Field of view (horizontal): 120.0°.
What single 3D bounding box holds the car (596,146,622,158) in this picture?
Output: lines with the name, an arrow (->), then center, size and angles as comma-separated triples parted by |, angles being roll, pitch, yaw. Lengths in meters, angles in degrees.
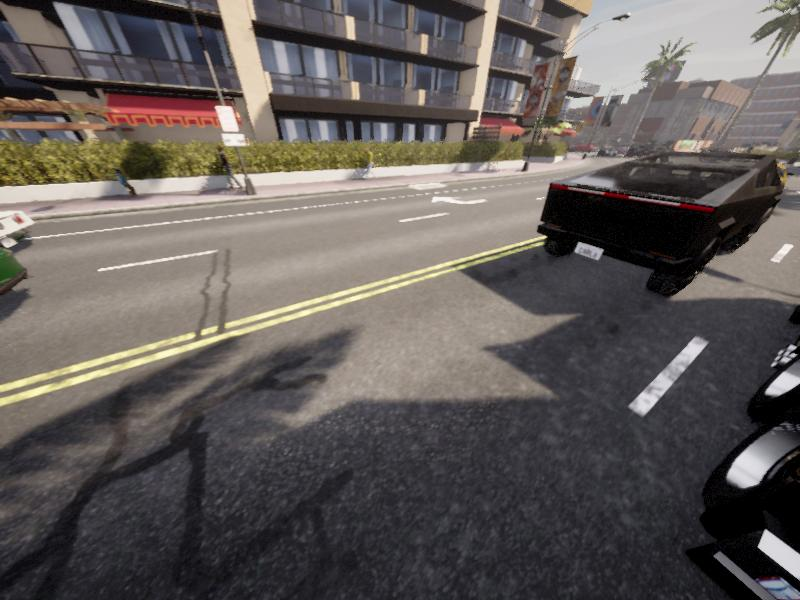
car -> 35.173, -25.014, 39.043 | 1.970, 1.475, 3.806 | 13, 37, 17

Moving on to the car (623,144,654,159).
car -> 37.985, -23.802, 36.963 | 1.905, 1.878, 3.866 | 14, 37, 18

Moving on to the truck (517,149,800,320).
truck -> 5.993, -2.021, 5.140 | 6.274, 2.098, 2.390 | -18, 39, -24

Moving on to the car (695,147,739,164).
car -> 42.160, -19.375, 30.888 | 1.851, 1.617, 3.988 | 17, 38, 23

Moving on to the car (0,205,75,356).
car -> -7.926, 0.226, 1.816 | 5.566, 2.045, 2.150 | -18, 39, -25

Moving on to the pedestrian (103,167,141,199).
pedestrian -> -11.531, -4.860, 9.615 | 0.500, 1.100, 0.500 | -21, 40, -28

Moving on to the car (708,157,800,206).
car -> 17.643, -6.030, 11.476 | 5.366, 1.575, 1.801 | -23, 41, -29

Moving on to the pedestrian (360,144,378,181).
pedestrian -> -1.903, -8.482, 14.254 | 0.751, 1.860, 0.751 | -20, 40, -26

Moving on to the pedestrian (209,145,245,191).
pedestrian -> -8.274, -6.333, 11.100 | 0.751, 1.860, 0.751 | -20, 40, -27

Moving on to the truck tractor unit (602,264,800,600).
truck tractor unit -> 5.112, -0.298, 0.785 | 6.516, 4.208, 3.053 | -18, 39, -24

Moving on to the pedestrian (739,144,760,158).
pedestrian -> 54.886, -23.404, 36.278 | 0.751, 1.860, 0.751 | 13, 37, 17

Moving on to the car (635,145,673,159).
car -> 42.295, -24.787, 38.617 | 2.242, 1.667, 4.611 | 11, 36, 15

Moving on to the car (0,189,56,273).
car -> -10.638, -0.902, 4.070 | 4.718, 1.301, 1.895 | -18, 39, -24
